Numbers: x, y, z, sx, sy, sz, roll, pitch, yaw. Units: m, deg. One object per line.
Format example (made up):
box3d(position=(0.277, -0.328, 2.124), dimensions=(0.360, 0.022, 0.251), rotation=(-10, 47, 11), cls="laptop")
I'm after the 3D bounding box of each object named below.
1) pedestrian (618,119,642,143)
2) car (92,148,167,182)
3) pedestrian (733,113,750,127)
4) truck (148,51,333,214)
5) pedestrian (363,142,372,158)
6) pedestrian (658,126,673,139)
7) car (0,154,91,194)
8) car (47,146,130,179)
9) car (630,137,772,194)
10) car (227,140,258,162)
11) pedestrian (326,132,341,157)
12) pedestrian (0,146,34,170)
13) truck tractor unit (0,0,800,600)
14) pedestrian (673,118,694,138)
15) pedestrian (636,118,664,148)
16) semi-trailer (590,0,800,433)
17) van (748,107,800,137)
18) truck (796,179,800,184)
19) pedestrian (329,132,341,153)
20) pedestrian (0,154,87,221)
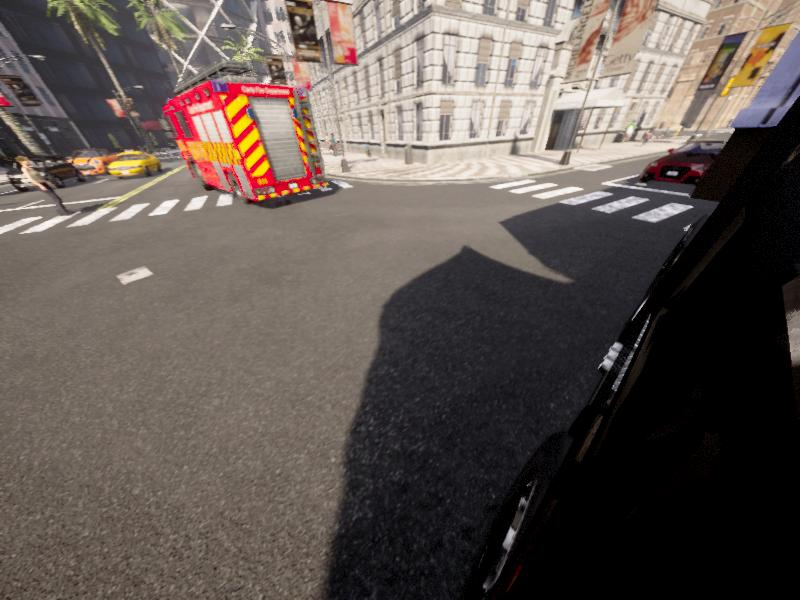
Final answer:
box3d(position=(22.161, -16.289, 22.314), dimensions=(0.751, 1.860, 0.751), rotation=(-18, 39, -20), cls="pedestrian")
box3d(position=(-19.312, -10.008, 16.854), dimensions=(1.801, 1.575, 5.366), rotation=(-20, 40, -21), cls="car")
box3d(position=(59.488, -31.280, 40.218), dimensions=(0.751, 1.860, 0.751), rotation=(-21, 40, -23), cls="pedestrian")
box3d(position=(-6.936, -6.726, 9.854), dimensions=(8.468, 3.827, 2.891), rotation=(27, 46, 33), cls="truck")
box3d(position=(-2.799, -12.855, 19.809), dimensions=(0.500, 1.100, 0.500), rotation=(-16, 39, -17), cls="pedestrian")
box3d(position=(28.330, -17.823, 24.645), dimensions=(0.500, 1.100, 0.500), rotation=(12, 39, 19), cls="pedestrian")
box3d(position=(-21.211, -7.624, 13.793), dimensions=(1.789, 1.549, 3.705), rotation=(-20, 40, -22), cls="car")
box3d(position=(-24.268, -11.011, 18.310), dimensions=(2.097, 1.767, 4.553), rotation=(-20, 40, -21), cls="car")
box3d(position=(11.617, -5.362, 8.994), dimensions=(4.181, 1.385, 1.994), rotation=(-20, 40, -21), cls="car")
box3d(position=(-17.032, -16.305, 25.124), dimensions=(2.152, 1.651, 5.027), rotation=(-19, 40, -21), cls="car")
box3d(position=(-6.235, -14.620, 21.740), dimensions=(0.751, 1.860, 0.751), rotation=(-22, 41, -24), cls="pedestrian")
box3d(position=(-36.375, -13.425, 21.903), dimensions=(0.751, 1.860, 0.751), rotation=(-21, 40, -23), cls="pedestrian")
box3d(position=(2.645, -0.295, 0.351), dimensions=(6.516, 4.208, 3.053), rotation=(-28, 44, -30), cls="truck tractor unit")
box3d(position=(33.964, -20.635, 27.702), dimensions=(0.751, 1.860, 0.751), rotation=(-25, 42, -27), cls="pedestrian")
box3d(position=(19.976, -13.328, 18.474), dimensions=(0.751, 1.860, 0.751), rotation=(-31, 45, -32), cls="pedestrian")
box3d(position=(9.204, -3.191, 3.672), dimensions=(14.254, 4.402, 2.717), rotation=(-22, 41, -24), cls="semi-trailer")
box3d(position=(41.421, -17.992, 23.290), dimensions=(2.351, 2.431, 6.366), rotation=(-20, 40, -22), cls="van")
box3d(position=(18.004, -5.567, 8.286), dimensions=(6.274, 2.098, 2.390), rotation=(-20, 40, -22), cls="truck")
box3d(position=(-7.279, -17.566, 25.749), dimensions=(0.751, 1.860, 0.751), rotation=(-21, 40, -23), cls="pedestrian")
box3d(position=(-12.118, -3.809, 7.852), dimensions=(0.751, 1.860, 0.751), rotation=(-21, 41, -23), cls="pedestrian")
